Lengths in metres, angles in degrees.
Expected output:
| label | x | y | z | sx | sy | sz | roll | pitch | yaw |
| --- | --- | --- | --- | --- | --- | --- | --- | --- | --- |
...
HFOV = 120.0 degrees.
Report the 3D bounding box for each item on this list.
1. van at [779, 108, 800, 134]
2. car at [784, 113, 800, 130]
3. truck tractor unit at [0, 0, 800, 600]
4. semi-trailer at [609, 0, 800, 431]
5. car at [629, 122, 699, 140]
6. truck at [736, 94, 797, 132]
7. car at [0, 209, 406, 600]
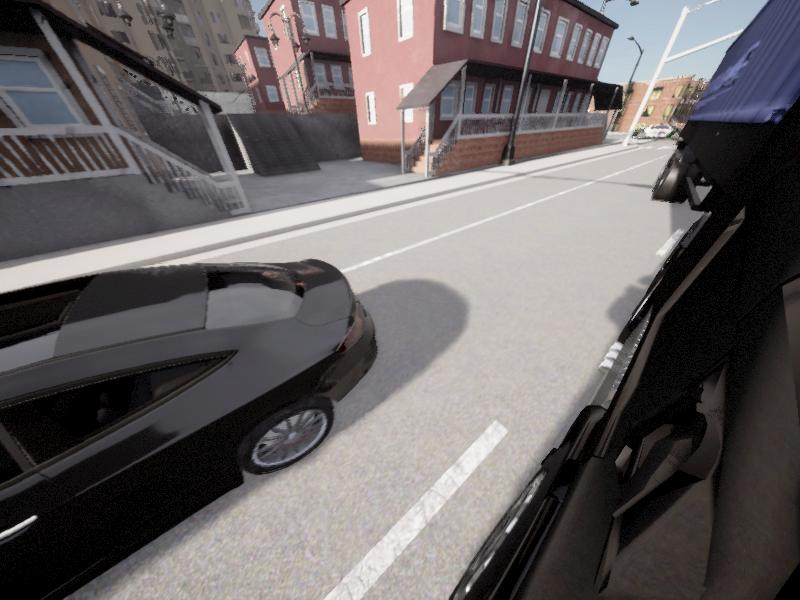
| label | x | y | z | sx | sy | sz | roll | pitch | yaw |
| --- | --- | --- | --- | --- | --- | --- | --- | --- | --- |
| van | 48.318 | -21.392 | 27.517 | 6.366 | 2.431 | 2.351 | -26 | 43 | -28 |
| car | 57.555 | -25.625 | 33.127 | 4.605 | 1.855 | 1.932 | -25 | 42 | -29 |
| truck tractor unit | 2.645 | -0.295 | 0.351 | 6.516 | 4.208 | 3.053 | -28 | 44 | -30 |
| semi-trailer | 8.151 | -3.915 | 4.718 | 2.717 | 4.402 | 14.254 | 28 | 46 | 33 |
| car | 30.277 | -19.440 | 26.645 | 2.038 | 1.542 | 4.974 | -30 | 45 | -32 |
| truck | 52.570 | -26.658 | 33.147 | 8.468 | 3.827 | 2.891 | -26 | 43 | -28 |
| car | -2.369 | 0.812 | 1.478 | 4.674 | 1.442 | 1.812 | -26 | 43 | -28 |
